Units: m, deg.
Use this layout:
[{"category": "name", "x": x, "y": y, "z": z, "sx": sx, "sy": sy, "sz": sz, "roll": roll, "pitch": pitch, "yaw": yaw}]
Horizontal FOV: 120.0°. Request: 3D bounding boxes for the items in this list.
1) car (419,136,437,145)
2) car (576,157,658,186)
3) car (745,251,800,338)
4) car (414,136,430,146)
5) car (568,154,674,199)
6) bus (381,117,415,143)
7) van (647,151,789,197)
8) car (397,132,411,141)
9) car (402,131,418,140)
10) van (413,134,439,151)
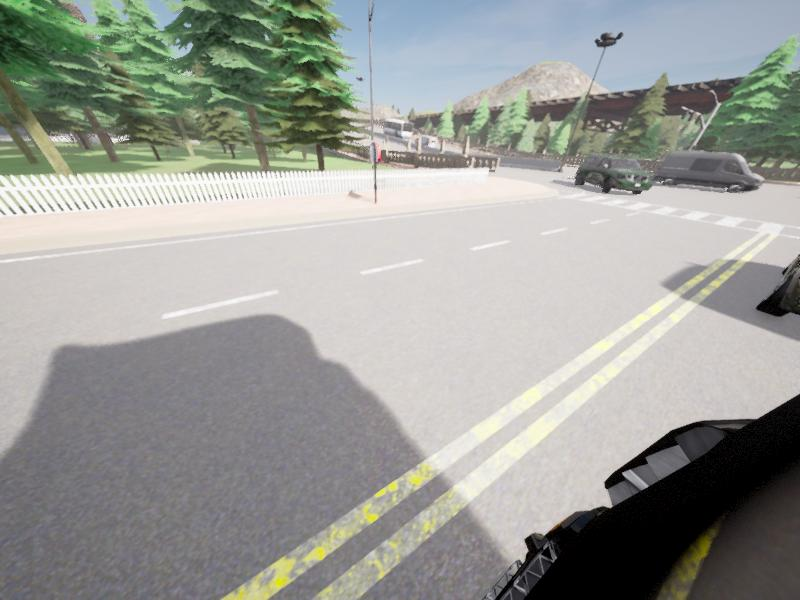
[{"category": "car", "x": 7.412, "y": -42.731, "z": 61.848, "sx": 2.163, "sy": 1.488, "sz": 4.792, "roll": -17, "pitch": 46, "yaw": -27}, {"category": "car", "x": 18.859, "y": -11.398, "z": 20.374, "sx": 1.932, "sy": 1.855, "sz": 4.605, "roll": -18, "pitch": 38, "yaw": -27}, {"category": "car", "x": 8.091, "y": -0.487, "z": 3.481, "sx": 4.553, "sy": 1.767, "sz": 2.097, "roll": -16, "pitch": 38, "yaw": -26}, {"category": "car", "x": 5.488, "y": -40.591, "z": 58.989, "sx": 1.816, "sy": 1.474, "sz": 4.193, "roll": -17, "pitch": 46, "yaw": -27}, {"category": "car", "x": 14.411, "y": -8.593, "z": 15.748, "sx": 2.150, "sy": 2.045, "sz": 5.566, "roll": 6, "pitch": 34, "yaw": 4}, {"category": "bus", "x": -0.851, "y": -44.574, "z": 60.566, "sx": 3.944, "sy": 4.253, "sz": 10.273, "roll": -17, "pitch": 46, "yaw": -27}, {"category": "van", "x": 24.477, "y": -10.178, "z": 18.312, "sx": 1.988, "sy": 2.561, "sz": 5.915, "roll": -18, "pitch": 39, "yaw": -27}, {"category": "car", "x": 1.145, "y": -45.565, "z": 64.231, "sx": 1.816, "sy": 1.474, "sz": 4.193, "roll": -17, "pitch": 46, "yaw": -27}, {"category": "car", "x": 2.911, "y": -47.915, "z": 67.264, "sx": 1.801, "sy": 1.575, "sz": 5.366, "roll": -17, "pitch": 46, "yaw": -27}, {"category": "van", "x": 5.858, "y": -36.253, "z": 53.118, "sx": 2.351, "sy": 2.431, "sz": 6.366, "roll": -17, "pitch": 46, "yaw": -27}]
